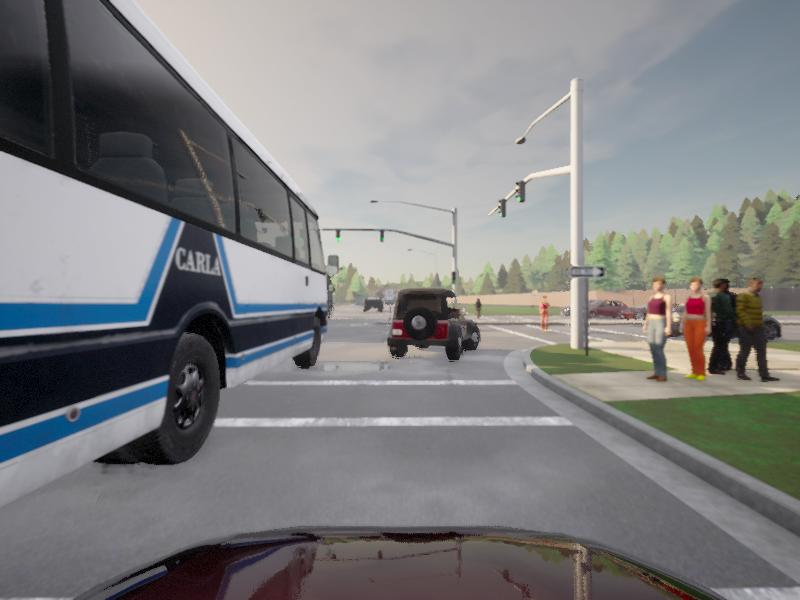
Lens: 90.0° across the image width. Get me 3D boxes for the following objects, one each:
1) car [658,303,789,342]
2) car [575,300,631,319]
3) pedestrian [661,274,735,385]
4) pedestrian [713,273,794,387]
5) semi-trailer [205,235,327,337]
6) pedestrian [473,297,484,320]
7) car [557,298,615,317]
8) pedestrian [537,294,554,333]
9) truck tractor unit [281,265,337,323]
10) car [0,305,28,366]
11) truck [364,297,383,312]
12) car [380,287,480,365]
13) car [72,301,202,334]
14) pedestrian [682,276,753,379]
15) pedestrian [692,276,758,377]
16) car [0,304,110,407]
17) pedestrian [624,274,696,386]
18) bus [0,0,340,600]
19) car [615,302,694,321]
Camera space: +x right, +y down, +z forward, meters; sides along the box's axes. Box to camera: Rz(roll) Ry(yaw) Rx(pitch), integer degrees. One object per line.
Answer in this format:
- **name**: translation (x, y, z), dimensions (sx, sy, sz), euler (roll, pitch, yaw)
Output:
- **car**: translation (13.079, 0.870, 16.372), dimensions (3.806, 1.475, 1.970), euler (0, 0, -1)
- **car**: translation (17.657, 0.823, 34.920), dimensions (3.988, 1.617, 1.851), euler (0, 0, 0)
- **pedestrian**: translation (5.291, 0.492, 7.137), dimensions (0.751, 1.860, 0.751), euler (0, 0, -16)
- **pedestrian**: translation (6.163, 0.492, 7.004), dimensions (0.751, 1.860, 0.751), euler (0, 0, -9)
- **semi-trailer**: translation (-7.106, -0.591, 24.391), dimensions (2.717, 4.402, 14.254), euler (0, 0, 0)
- **pedestrian**: translation (6.333, 0.670, 32.337), dimensions (0.751, 1.860, 0.751), euler (0, 0, 0)
- **car**: translation (17.797, 0.733, 38.416), dimensions (4.553, 1.767, 2.097), euler (0, 0, 0)
- **pedestrian**: translation (7.088, 0.657, 19.547), dimensions (0.751, 1.860, 0.751), euler (0, 0, 19)
- **truck tractor unit**: translation (-7.142, -0.486, 32.303), dimensions (3.053, 4.208, 6.516), euler (0, 0, 0)
- **car**: translation (-10.540, 0.863, 8.254), dimensions (1.816, 1.474, 4.193), euler (0, 0, 0)
- **truck**: translation (-3.758, 0.602, 57.333), dimensions (2.390, 2.098, 6.274), euler (0, 0, 0)
- **car**: translation (1.051, 0.654, 11.718), dimensions (1.905, 1.878, 3.866), euler (0, -1, 21)
- **car**: translation (-13.075, 0.822, 20.098), dimensions (5.366, 1.575, 1.801), euler (0, 0, 0)
- **pedestrian**: translation (5.998, 0.493, 7.605), dimensions (0.751, 1.860, 0.751), euler (0, 0, -1)
- **pedestrian**: translation (6.394, 0.493, 7.897), dimensions (0.751, 1.860, 0.751), euler (0, 0, -24)
- **car**: translation (-7.036, 0.843, 5.787), dimensions (2.128, 1.511, 4.902), euler (0, 0, 0)
- **pedestrian**: translation (4.561, 0.492, 7.065), dimensions (0.751, 1.860, 0.751), euler (0, 0, -11)
- **bus**: translation (-3.650, -0.531, 6.133), dimensions (3.944, 4.253, 10.273), euler (0, -1, 0)
- **car**: translation (19.863, 0.883, 31.405), dimensions (4.792, 1.488, 2.163), euler (0, 0, 0)
